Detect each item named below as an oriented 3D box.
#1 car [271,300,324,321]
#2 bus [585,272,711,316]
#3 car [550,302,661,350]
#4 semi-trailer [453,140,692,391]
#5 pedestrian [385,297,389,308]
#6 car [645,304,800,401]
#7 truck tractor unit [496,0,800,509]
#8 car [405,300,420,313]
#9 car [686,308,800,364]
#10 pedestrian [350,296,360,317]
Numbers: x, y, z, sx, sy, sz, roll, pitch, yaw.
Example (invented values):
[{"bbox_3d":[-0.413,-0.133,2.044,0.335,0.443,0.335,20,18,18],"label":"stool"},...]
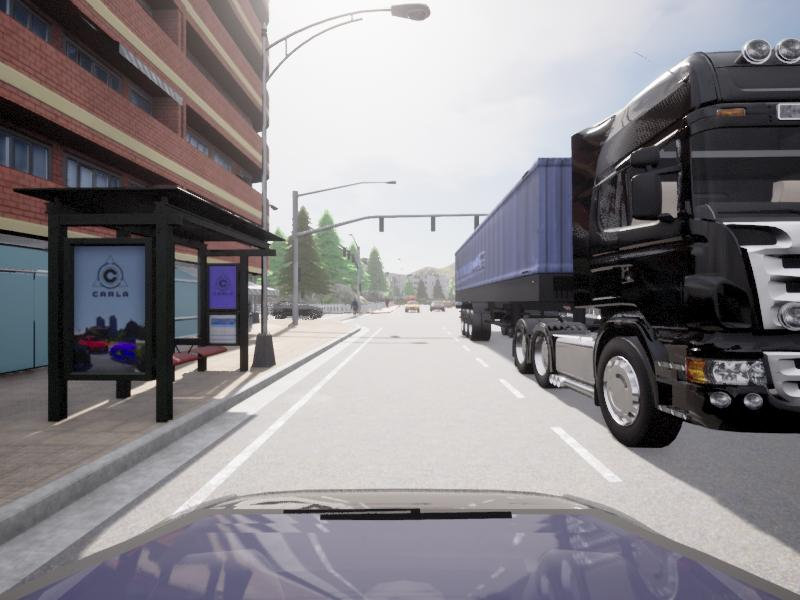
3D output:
[{"bbox_3d":[-7.714,0.762,30.486,3.705,1.549,1.789,0,0,-7],"label":"car"},{"bbox_3d":[24.878,-0.589,40.654,10.273,4.253,3.944,0,0,1],"label":"bus"},{"bbox_3d":[7.494,0.845,15.241,1.837,1.490,4.892,0,0,2],"label":"car"},{"bbox_3d":[3.960,-0.618,14.165,2.717,4.402,14.254,0,0,2],"label":"semi-trailer"},{"bbox_3d":[-2.178,0.485,67.900,0.751,1.860,0.751,0,0,2],"label":"pedestrian"},{"bbox_3d":[7.280,0.845,8.035,1.837,1.490,4.892,0,0,2],"label":"car"},{"bbox_3d":[3.726,-0.516,6.257,3.053,4.208,6.516,0,0,2],"label":"truck tractor unit"},{"bbox_3d":[1.651,0.801,52.279,1.801,1.575,5.366,0,0,3],"label":"car"},{"bbox_3d":[10.890,0.944,11.627,1.895,1.301,4.718,0,0,2],"label":"car"},{"bbox_3d":[-3.918,0.589,35.184,0.751,1.860,0.751,0,0,3],"label":"pedestrian"}]
